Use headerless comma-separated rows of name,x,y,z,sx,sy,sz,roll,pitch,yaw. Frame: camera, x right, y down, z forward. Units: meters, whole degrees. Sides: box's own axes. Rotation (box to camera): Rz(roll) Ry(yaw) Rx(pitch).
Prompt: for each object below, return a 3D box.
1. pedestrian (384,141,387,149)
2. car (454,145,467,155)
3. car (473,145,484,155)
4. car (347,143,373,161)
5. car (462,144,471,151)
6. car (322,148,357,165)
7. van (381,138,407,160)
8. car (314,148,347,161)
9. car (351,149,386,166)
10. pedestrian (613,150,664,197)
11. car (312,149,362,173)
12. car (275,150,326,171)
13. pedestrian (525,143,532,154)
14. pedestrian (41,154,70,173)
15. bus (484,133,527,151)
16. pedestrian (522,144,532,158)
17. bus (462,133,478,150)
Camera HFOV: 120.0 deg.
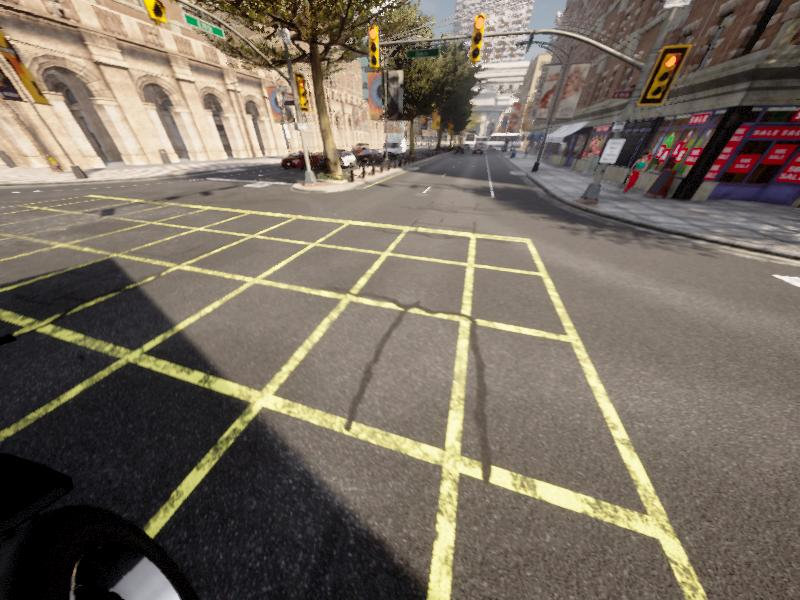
pedestrian,-4.160,-44.115,65.761,0.751,1.860,0.751,6,35,8
car,12.459,-30.778,47.419,1.837,1.490,4.892,10,36,13
car,16.715,-31.894,49.077,2.038,1.542,4.974,10,36,13
car,-5.333,-20.141,31.368,1.905,1.878,3.866,10,36,13
car,18.285,-41.819,63.360,2.033,1.649,4.856,10,34,14
car,-6.978,-16.811,26.982,1.994,1.385,4.181,11,36,14
van,-0.726,-22.164,33.806,1.988,2.561,5.915,10,36,13
car,-9.050,-19.320,30.626,1.895,1.301,4.718,10,36,13
car,-3.460,-16.551,26.649,2.033,1.411,5.357,10,36,13
pedestrian,11.203,-6.002,10.949,0.751,1.860,0.751,11,36,14
car,-5.521,-12.741,20.983,2.038,1.542,4.974,10,36,13
car,-9.024,-12.972,21.395,1.994,1.385,4.181,10,36,13
pedestrian,26.518,-31.201,47.657,0.751,1.860,0.751,12,36,15
pedestrian,-23.660,-9.394,15.880,0.500,1.100,0.500,11,36,15
bus,31.017,-46.803,68.495,10.273,4.253,3.944,26,42,31
pedestrian,19.785,-23.216,35.992,0.751,1.860,0.751,9,35,12
bus,23.463,-52.863,77.117,3.944,4.253,10.273,10,36,13
